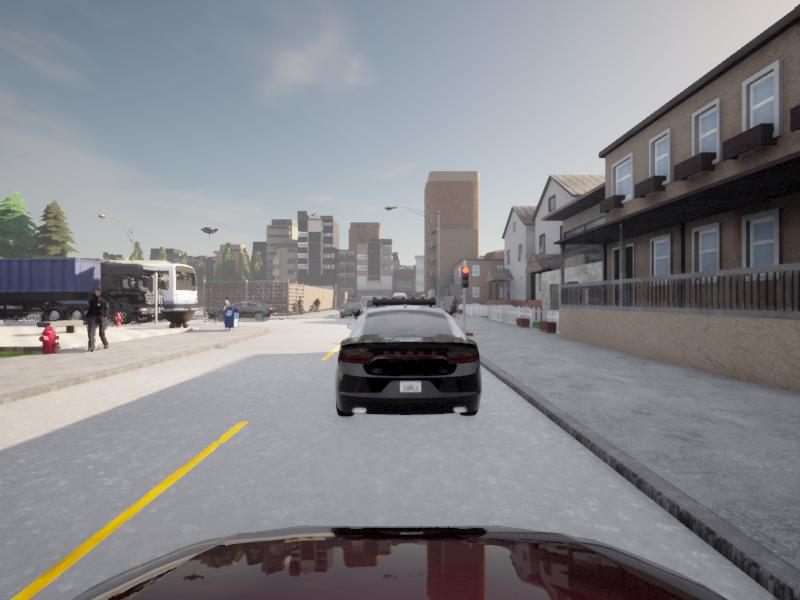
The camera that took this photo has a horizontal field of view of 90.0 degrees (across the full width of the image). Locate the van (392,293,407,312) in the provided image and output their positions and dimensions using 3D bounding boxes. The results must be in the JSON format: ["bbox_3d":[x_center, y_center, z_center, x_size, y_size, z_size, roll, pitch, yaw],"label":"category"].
[{"bbox_3d":[-0.076,0.322,57.479,1.988,2.561,5.915,0,0,-1],"label":"van"}]

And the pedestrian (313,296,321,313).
[{"bbox_3d":[-9.387,0.534,45.345,0.751,1.860,0.751,0,0,0],"label":"pedestrian"}]

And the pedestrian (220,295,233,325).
[{"bbox_3d":[-11.289,0.637,26.024,0.751,1.860,0.751,0,0,-27],"label":"pedestrian"}]

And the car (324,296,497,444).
[{"bbox_3d":[0.062,0.771,7.066,1.930,1.638,5.238,0,0,-1],"label":"car"}]

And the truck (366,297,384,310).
[{"bbox_3d":[-3.984,0.542,65.179,2.390,2.098,6.274,0,0,2],"label":"truck"}]

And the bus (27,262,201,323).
[{"bbox_3d":[-20.892,-0.534,29.798,10.273,4.253,3.944,0,0,1],"label":"bus"}]

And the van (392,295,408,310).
[{"bbox_3d":[-0.048,0.378,65.604,2.351,2.431,6.366,0,0,-1],"label":"van"}]

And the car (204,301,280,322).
[{"bbox_3d":[-11.788,0.836,30.087,4.902,1.511,2.128,0,0,-4],"label":"car"}]

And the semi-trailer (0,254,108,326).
[{"bbox_3d":[-27.084,-0.619,25.906,14.254,4.402,2.717,0,0,-1],"label":"semi-trailer"}]

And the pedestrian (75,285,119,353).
[{"bbox_3d":[-8.641,0.525,11.450,0.751,1.860,0.751,0,0,-10],"label":"pedestrian"}]

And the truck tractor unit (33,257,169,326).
[{"bbox_3d":[-19.165,-0.499,25.998,6.516,4.208,3.053,0,0,-1],"label":"truck tractor unit"}]

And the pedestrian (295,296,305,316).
[{"bbox_3d":[-9.375,0.534,37.523,0.751,1.860,0.751,0,0,0],"label":"pedestrian"}]

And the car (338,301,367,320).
[{"bbox_3d":[-4.092,0.826,35.255,2.038,1.542,4.974,0,0,0],"label":"car"}]
